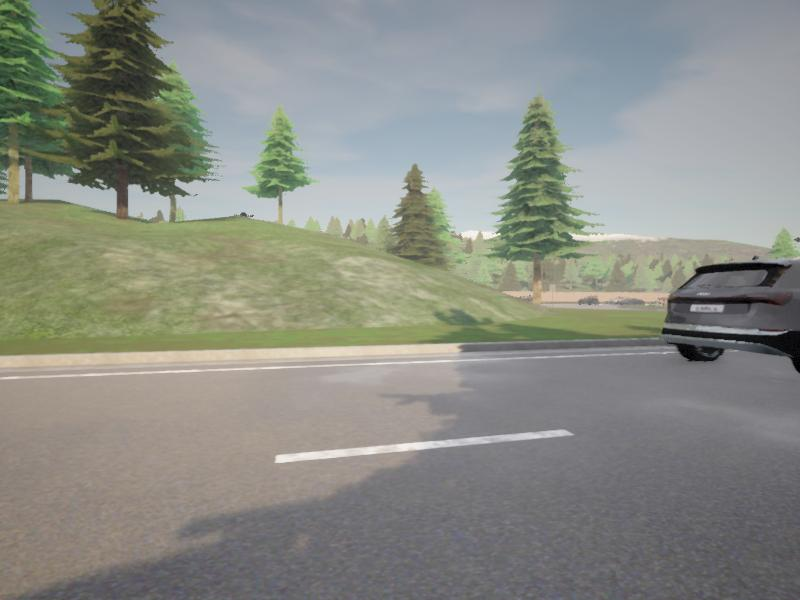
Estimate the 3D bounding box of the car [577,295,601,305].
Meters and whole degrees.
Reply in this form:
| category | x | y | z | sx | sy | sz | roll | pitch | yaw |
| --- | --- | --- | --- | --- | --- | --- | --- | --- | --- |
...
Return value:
| category | x | y | z | sx | sy | sz | roll | pitch | yaw |
| --- | --- | --- | --- | --- | --- | --- | --- | --- | --- |
| car | 35.952 | 0.080 | 76.231 | 3.866 | 1.878 | 1.905 | 0 | 0 | -14 |

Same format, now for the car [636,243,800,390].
| category | x | y | z | sx | sy | sz | roll | pitch | yaw |
| --- | --- | --- | --- | --- | --- | --- | --- | --- | --- |
| car | 6.431 | 0.182 | 6.082 | 4.856 | 1.649 | 2.033 | 0 | 0 | -14 |
